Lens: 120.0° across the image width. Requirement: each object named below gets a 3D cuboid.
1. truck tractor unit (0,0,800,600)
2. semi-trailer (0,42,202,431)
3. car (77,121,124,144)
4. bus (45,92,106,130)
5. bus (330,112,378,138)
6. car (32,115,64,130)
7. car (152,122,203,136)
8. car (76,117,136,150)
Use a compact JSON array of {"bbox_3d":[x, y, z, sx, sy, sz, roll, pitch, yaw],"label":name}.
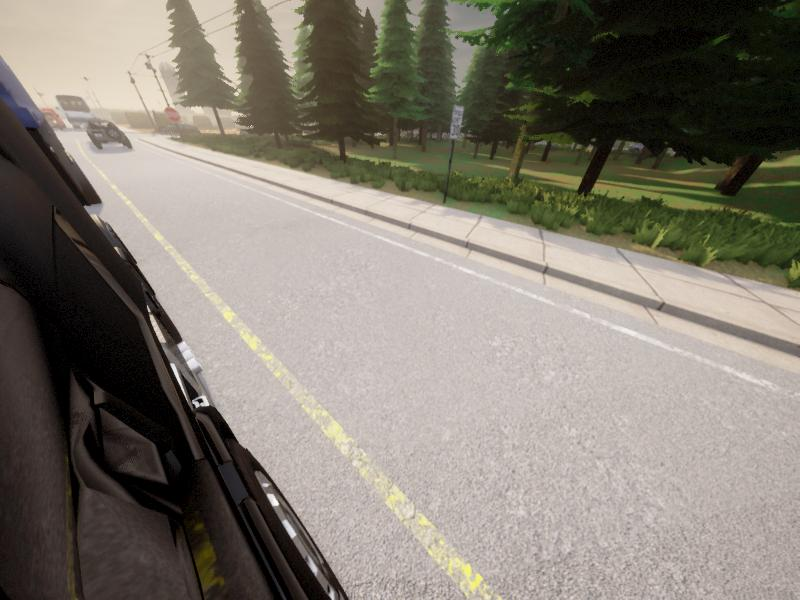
[{"bbox_3d":[-2.645,-0.295,0.351,6.516,4.208,3.053,28,44,30],"label":"truck tractor unit"},{"bbox_3d":[-8.704,-3.603,4.220,14.254,4.402,2.717,28,44,30],"label":"semi-trailer"},{"bbox_3d":[-27.668,-15.539,21.383,4.514,1.525,2.007,31,45,33],"label":"car"},{"bbox_3d":[-53.853,-31.242,38.447,10.273,4.253,3.944,29,44,31],"label":"bus"},{"bbox_3d":[-10.076,-39.352,52.093,3.944,4.253,10.273,27,43,29],"label":"bus"},{"bbox_3d":[-50.049,-25.297,32.951,3.988,1.617,1.851,29,44,31],"label":"car"},{"bbox_3d":[-32.769,-25.311,34.191,2.128,1.511,4.902,27,43,29],"label":"car"},{"bbox_3d":[-22.798,-12.919,17.892,4.605,1.855,1.932,29,44,31],"label":"car"}]
